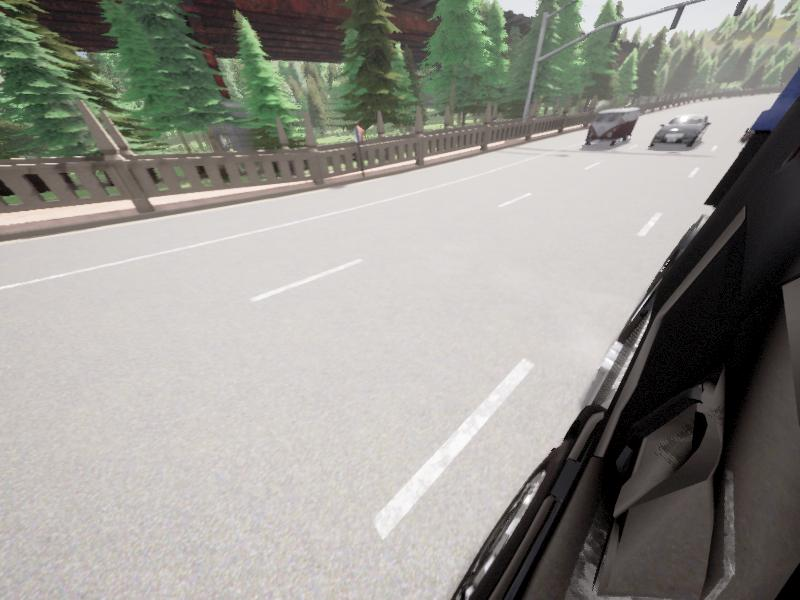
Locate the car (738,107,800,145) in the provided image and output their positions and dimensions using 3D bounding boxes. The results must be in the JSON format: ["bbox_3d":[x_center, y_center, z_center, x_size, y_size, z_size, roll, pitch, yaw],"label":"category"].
[{"bbox_3d":[21.546,-9.966,13.188,4.181,1.385,1.994,-30,45,-28],"label":"car"}]

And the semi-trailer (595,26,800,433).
[{"bbox_3d":[8.813,-3.586,4.011,14.254,4.402,2.717,-27,44,-28],"label":"semi-trailer"}]

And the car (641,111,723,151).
[{"bbox_3d":[16.970,-10.204,13.879,4.902,1.511,2.128,-30,45,-29],"label":"car"}]

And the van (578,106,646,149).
[{"bbox_3d":[14.470,-11.797,15.776,4.442,1.987,1.775,-30,45,-28],"label":"van"}]

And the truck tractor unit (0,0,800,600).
[{"bbox_3d":[2.645,-0.295,0.351,6.516,4.208,3.053,-28,44,-30],"label":"truck tractor unit"}]
